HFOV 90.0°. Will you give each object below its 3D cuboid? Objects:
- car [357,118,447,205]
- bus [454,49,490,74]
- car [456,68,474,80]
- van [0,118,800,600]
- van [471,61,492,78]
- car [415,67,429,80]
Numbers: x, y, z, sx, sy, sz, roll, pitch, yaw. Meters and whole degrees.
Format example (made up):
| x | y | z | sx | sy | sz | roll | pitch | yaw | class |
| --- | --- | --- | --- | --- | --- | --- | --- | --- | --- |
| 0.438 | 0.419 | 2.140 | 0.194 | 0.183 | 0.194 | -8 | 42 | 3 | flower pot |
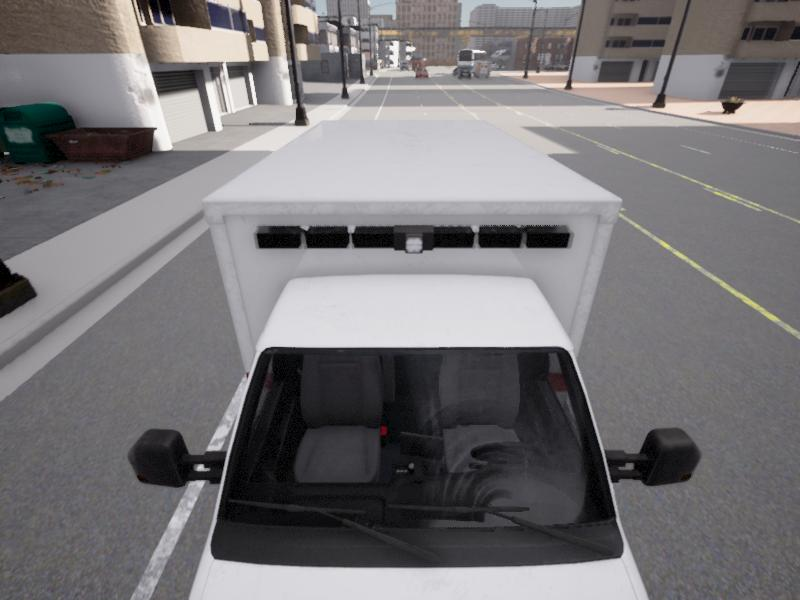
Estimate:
| x | y | z | sx | sy | sz | roll | pitch | yaw | class |
| --- | --- | --- | --- | --- | --- | --- | --- | --- | --- |
| 0.064 | -4.318 | 11.945 | 2.128 | 1.511 | 4.902 | 0 | 30 | 0 | car |
| 15.042 | -49.426 | 82.963 | 3.944 | 4.253 | 10.273 | 15 | 34 | 23 | bus |
| 10.745 | -37.627 | 66.638 | 2.128 | 1.511 | 4.902 | 0 | 32 | 0 | car |
| 0.062 | 0.011 | 3.608 | 2.351 | 2.431 | 6.366 | 0 | 30 | 0 | van |
| 14.258 | -40.526 | 70.297 | 2.351 | 2.431 | 6.366 | 0 | 32 | 0 | van |
| 3.751 | -38.736 | 68.369 | 2.242 | 1.667 | 4.611 | 0 | 32 | 0 | car |
